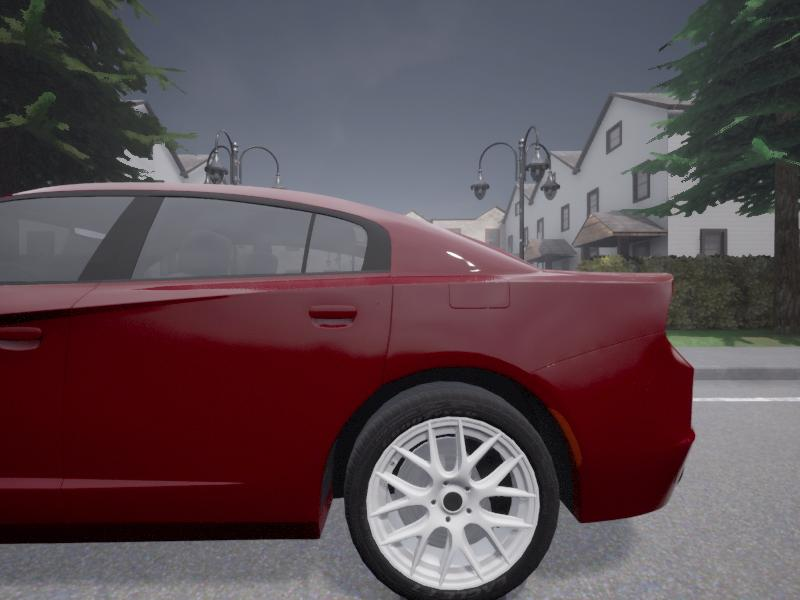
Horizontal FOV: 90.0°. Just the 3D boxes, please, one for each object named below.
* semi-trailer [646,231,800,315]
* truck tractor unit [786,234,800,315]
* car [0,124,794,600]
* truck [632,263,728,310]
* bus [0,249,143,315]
[{"bbox_3d":[21.942,-1.409,26.031,2.717,4.402,14.254,0,0,-2],"label":"semi-trailer"},{"bbox_3d":[22.213,-1.315,18.121,3.053,4.208,6.516,0,0,-2],"label":"truck tractor unit"},{"bbox_3d":[-1.271,0.223,2.175,5.008,1.535,1.882,0,0,-1],"label":"car"},{"bbox_3d":[25.495,-1.112,37.157,2.891,3.827,8.468,0,0,-1],"label":"truck"},{"bbox_3d":[-25.154,-1.149,30.949,3.944,4.253,10.273,0,0,0],"label":"bus"}]
